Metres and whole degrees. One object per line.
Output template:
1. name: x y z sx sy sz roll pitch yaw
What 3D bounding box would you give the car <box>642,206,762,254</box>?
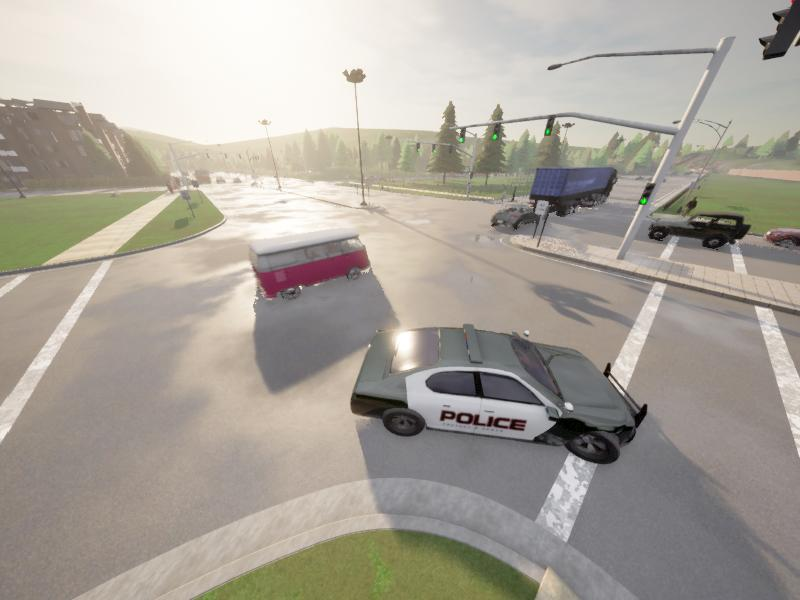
1. car: 18.102 -4.435 14.156 1.905 1.878 3.866 -22 37 -34

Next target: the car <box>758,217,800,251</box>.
1. car: 24.205 -3.334 12.696 1.812 1.442 4.674 -22 37 -33

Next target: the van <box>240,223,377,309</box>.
1. van: -3.281 -1.601 9.151 4.442 1.987 1.775 -23 37 -34

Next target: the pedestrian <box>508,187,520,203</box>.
1. pedestrian: 15.124 -14.003 30.710 0.751 1.860 0.751 -20 36 -31

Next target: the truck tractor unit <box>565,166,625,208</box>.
1. truck tractor unit: 24.214 -14.184 28.711 6.516 4.208 3.053 -23 37 -34

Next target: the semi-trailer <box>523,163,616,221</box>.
1. semi-trailer: 18.166 -11.715 24.237 14.254 4.402 2.717 -23 37 -34

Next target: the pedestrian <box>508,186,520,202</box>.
1. pedestrian: 15.708 -14.611 31.769 0.751 1.860 0.751 -18 34 -28

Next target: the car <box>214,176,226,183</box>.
1. car: -52.756 -35.426 67.855 1.905 1.878 3.866 -23 37 -34

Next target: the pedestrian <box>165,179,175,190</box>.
1. pedestrian: -48.074 -24.121 48.235 0.751 1.860 0.751 -20 35 -30

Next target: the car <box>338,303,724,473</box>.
1. car: 1.685 1.404 4.403 4.974 1.542 2.038 4 30 6

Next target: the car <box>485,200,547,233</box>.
1. car: 9.353 -6.782 18.492 5.027 1.651 2.152 -23 37 -34

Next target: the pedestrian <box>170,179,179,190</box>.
1. pedestrian: -47.082 -24.098 48.199 0.751 1.860 0.751 -21 36 -32

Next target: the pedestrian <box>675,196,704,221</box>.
1. pedestrian: 24.740 -7.857 19.761 0.751 1.860 0.751 19 35 29

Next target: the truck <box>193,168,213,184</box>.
1. truck: -58.333 -36.843 68.348 2.891 3.827 8.468 -23 37 -34

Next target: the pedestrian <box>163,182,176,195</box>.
1. pedestrian: -37.601 -18.202 37.679 0.751 1.860 0.751 -20 36 -31

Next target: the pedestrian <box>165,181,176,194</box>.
1. pedestrian: -39.153 -19.210 39.425 0.751 1.860 0.751 -20 36 -31

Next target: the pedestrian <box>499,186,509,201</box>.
1. pedestrian: 14.470 -14.866 32.201 0.751 1.860 0.751 25 38 36
